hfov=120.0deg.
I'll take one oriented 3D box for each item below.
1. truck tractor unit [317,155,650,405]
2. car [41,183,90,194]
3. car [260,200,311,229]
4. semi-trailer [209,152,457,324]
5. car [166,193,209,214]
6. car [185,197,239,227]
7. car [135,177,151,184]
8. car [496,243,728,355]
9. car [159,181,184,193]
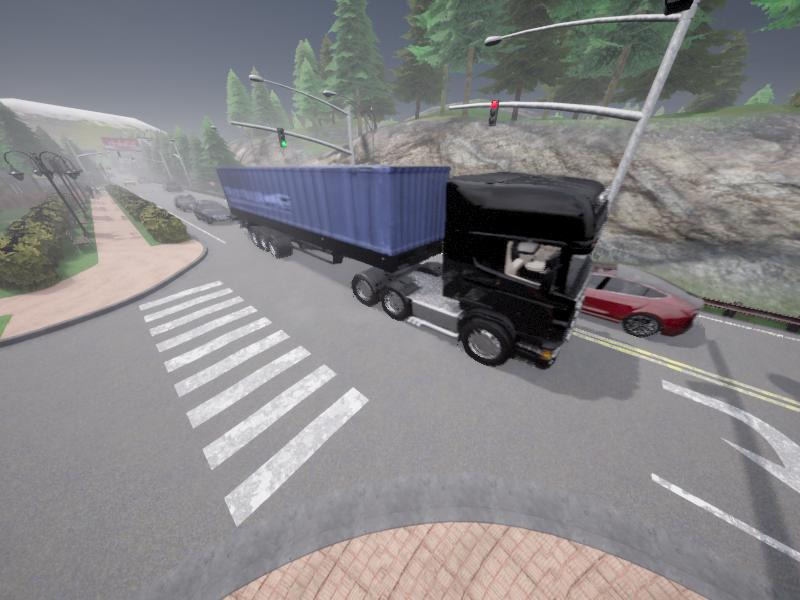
[{"bbox_3d":[1.277,-1.369,6.383,6.516,4.208,3.053,23,39,35],"label":"truck tractor unit"},{"bbox_3d":[-61.805,-20.670,42.826,1.837,1.490,4.892,25,38,36],"label":"car"},{"bbox_3d":[-9.333,-7.035,18.791,3.988,1.617,1.851,23,37,34],"label":"car"},{"bbox_3d":[-4.587,-4.105,10.919,14.254,4.402,2.717,25,38,35],"label":"semi-trailer"},{"bbox_3d":[-22.633,-10.342,24.615,4.902,1.511,2.128,23,37,34],"label":"car"},{"bbox_3d":[-16.180,-7.653,19.841,4.856,1.649,2.033,23,37,34],"label":"car"},{"bbox_3d":[-73.242,-34.127,65.788,4.611,1.667,2.242,23,37,34],"label":"car"},{"bbox_3d":[6.076,-0.440,7.495,4.792,1.488,2.163,23,37,34],"label":"car"},{"bbox_3d":[-43.401,-21.521,43.819,4.611,1.667,2.242,23,37,34],"label":"car"}]
